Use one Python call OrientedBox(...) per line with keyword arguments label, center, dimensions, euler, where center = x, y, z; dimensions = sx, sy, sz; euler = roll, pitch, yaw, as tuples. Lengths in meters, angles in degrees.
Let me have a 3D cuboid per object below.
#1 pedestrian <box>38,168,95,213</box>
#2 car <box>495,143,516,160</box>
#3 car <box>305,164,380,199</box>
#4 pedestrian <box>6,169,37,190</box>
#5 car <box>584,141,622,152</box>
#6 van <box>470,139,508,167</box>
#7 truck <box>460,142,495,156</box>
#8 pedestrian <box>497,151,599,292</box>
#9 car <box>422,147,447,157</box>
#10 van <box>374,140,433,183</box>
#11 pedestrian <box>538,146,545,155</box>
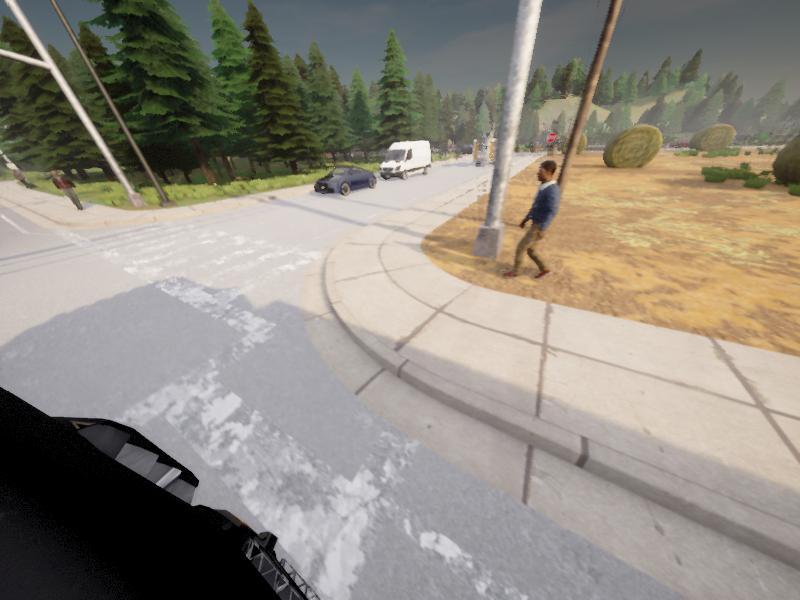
OrientedBox(label="pedestrian", center=(-16.440, -5.408, 11.427), dimensions=(0.751, 1.860, 0.751), euler=(19, 40, 30))
OrientedBox(label="car", center=(15.638, -21.993, 34.193), dimensions=(1.905, 1.878, 3.866), euler=(17, 38, 27))
OrientedBox(label="car", center=(-3.299, -7.416, 14.216), dimensions=(1.994, 1.385, 4.181), euler=(16, 38, 27))
OrientedBox(label="pedestrian", center=(-39.234, -12.510, 23.952), dimensions=(0.751, 1.860, 0.751), euler=(13, 37, 22))
OrientedBox(label="car", center=(35.247, -26.750, 40.269), dimensions=(4.718, 1.301, 1.895), euler=(18, 39, 29))
OrientedBox(label="van", center=(10.512, -17.326, 27.086), dimensions=(2.351, 2.431, 6.366), euler=(17, 38, 27))
OrientedBox(label="truck", center=(15.458, -30.506, 46.798), dimensions=(2.390, 2.098, 6.274), euler=(-26, 40, -31))
OrientedBox(label="pedestrian", center=(2.074, -1.160, 3.552), dimensions=(0.751, 1.860, 0.751), euler=(9, 35, 17))
OrientedBox(label="car", center=(7.882, -33.704, 52.623), dimensions=(5.238, 1.638, 1.930), euler=(18, 39, 29))
OrientedBox(label="van", center=(0.524, -11.588, 19.132), dimensions=(1.988, 2.561, 5.915), euler=(17, 39, 27))
OrientedBox(label="pedestrian", center=(22.063, -23.275, 36.008), dimensions=(0.500, 1.100, 0.500), euler=(-13, 35, -14))
